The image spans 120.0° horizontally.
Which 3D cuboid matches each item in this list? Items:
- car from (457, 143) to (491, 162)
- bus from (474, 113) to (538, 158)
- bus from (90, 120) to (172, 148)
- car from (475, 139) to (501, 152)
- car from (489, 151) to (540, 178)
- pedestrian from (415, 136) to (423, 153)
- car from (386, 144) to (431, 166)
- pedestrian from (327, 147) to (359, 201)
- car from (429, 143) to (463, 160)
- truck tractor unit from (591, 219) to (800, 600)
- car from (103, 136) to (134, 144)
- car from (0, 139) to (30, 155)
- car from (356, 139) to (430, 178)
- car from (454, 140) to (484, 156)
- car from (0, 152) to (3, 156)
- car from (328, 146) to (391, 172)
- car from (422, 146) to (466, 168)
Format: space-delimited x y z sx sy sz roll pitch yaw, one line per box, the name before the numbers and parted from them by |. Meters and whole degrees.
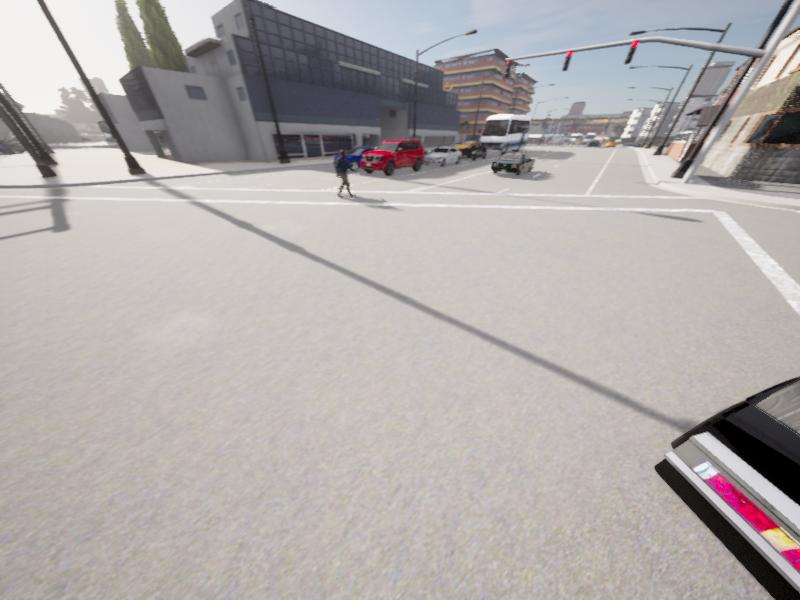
car | 8.316 -16.610 25.895 1.816 1.474 4.193 25 43 30
bus | 14.424 -22.191 31.068 3.944 4.253 10.273 25 44 30
bus | -54.248 -34.008 47.356 3.944 4.253 10.273 1 35 2
car | 13.704 -23.983 35.851 1.812 1.442 4.674 25 44 31
car | 8.515 -10.089 17.069 1.895 1.301 4.718 25 42 30
pedestrian | 2.651 -21.800 32.383 0.751 1.860 0.751 -22 41 -28
car | 0.957 -14.495 22.976 1.837 1.490 4.892 25 43 30
pedestrian | -2.301 -5.199 9.567 0.751 1.860 0.751 17 39 22
car | 5.542 -17.809 27.636 1.994 1.385 4.181 26 44 31
truck tractor unit | 5.332 0.035 0.310 6.516 4.208 3.053 -7 36 -10
car | -74.853 -42.580 61.406 4.974 1.542 2.038 -1 35 -2
car | -49.260 -19.076 28.748 1.816 1.474 4.193 -21 41 -28
car | -0.335 -10.520 16.923 2.150 2.045 5.566 25 42 30
car | 9.494 -20.840 31.586 1.882 1.535 5.008 25 44 30
car | -44.762 -15.896 24.189 5.238 1.638 1.930 30 45 35
car | -3.092 -11.587 18.828 1.882 1.535 5.008 25 42 30
car | 4.218 -13.576 21.755 1.812 1.442 4.674 25 43 30
